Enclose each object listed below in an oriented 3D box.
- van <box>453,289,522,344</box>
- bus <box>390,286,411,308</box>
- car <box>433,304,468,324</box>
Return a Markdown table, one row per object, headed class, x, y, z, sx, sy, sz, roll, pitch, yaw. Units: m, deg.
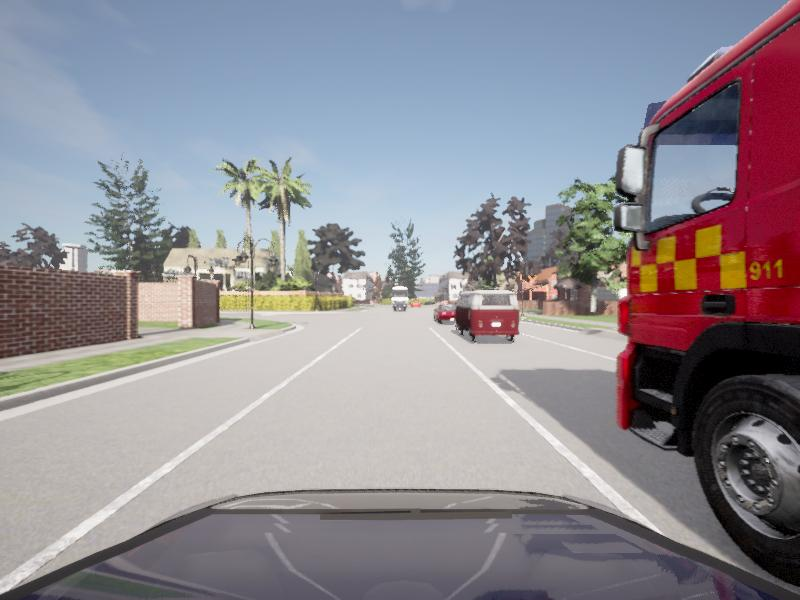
| class | x | y | z | sx | sy | sz | roll | pitch | yaw |
| --- | --- | --- | --- | --- | --- | --- | --- | --- | --- |
| van | 3.457 | 0.606 | 16.664 | 1.775 | 1.987 | 4.442 | 0 | 0 | -1 |
| bus | 0.086 | -0.507 | 82.406 | 3.944 | 4.253 | 10.273 | 0 | 0 | 0 |
| car | 3.486 | 0.955 | 28.634 | 1.895 | 1.301 | 4.718 | 0 | 0 | 0 |
